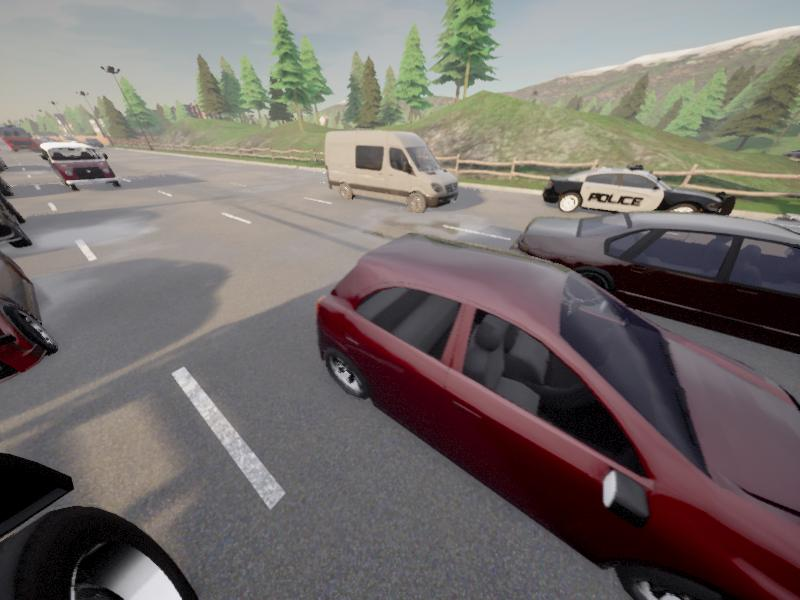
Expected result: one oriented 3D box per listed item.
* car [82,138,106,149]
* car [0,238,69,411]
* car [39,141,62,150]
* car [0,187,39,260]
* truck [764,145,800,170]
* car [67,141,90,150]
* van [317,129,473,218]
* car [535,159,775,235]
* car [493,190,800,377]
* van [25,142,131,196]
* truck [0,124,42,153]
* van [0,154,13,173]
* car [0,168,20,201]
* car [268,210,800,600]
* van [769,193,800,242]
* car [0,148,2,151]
[{"bbox_3d":[-72.273,-36.994,54.505,5.566,2.045,2.150,22,40,28],"label":"car"},{"bbox_3d":[-6.057,0.122,2.556,4.181,1.385,1.994,22,40,28],"label":"car"},{"bbox_3d":[-69.751,-30.886,46.152,3.633,1.501,1.845,22,40,28],"label":"car"},{"bbox_3d":[-11.381,-2.181,5.555,5.027,1.651,2.152,22,40,28],"label":"car"},{"bbox_3d":[43.474,-14.509,23.666,2.390,2.098,6.274,2,35,0],"label":"truck"},{"bbox_3d":[-66.892,-32.087,48.078,3.806,1.475,1.970,22,40,28],"label":"car"},{"bbox_3d":[-0.448,-5.397,9.539,5.915,2.561,1.988,22,40,28],"label":"van"},{"bbox_3d":[8.191,-3.958,8.372,5.238,1.638,1.930,22,40,28],"label":"car"},{"bbox_3d":[4.579,-0.449,3.483,5.357,1.411,2.033,22,40,28],"label":"car"},{"bbox_3d":[-16.677,-6.955,11.994,4.480,2.038,2.069,22,40,28],"label":"van"},{"bbox_3d":[-66.775,-28.159,40.278,8.468,3.827,2.891,22,40,28],"label":"truck"},{"bbox_3d":[-32.842,-11.277,17.658,6.366,2.431,2.351,22,40,28],"label":"van"},{"bbox_3d":[-19.457,-5.419,10.234,4.792,1.488,2.163,22,40,28],"label":"car"},{"bbox_3d":[0.990,0.473,1.986,3.633,1.501,1.845,22,40,28],"label":"car"},{"bbox_3d":[14.204,-1.824,4.692,6.366,2.431,2.351,22,40,28],"label":"van"},{"bbox_3d":[-75.211,-28.360,42.167,4.605,1.855,1.932,22,40,28],"label":"car"}]
